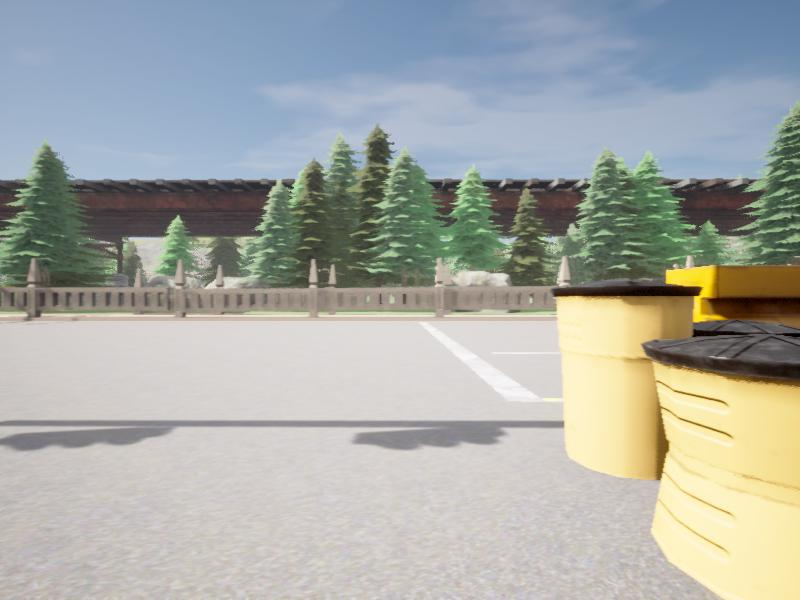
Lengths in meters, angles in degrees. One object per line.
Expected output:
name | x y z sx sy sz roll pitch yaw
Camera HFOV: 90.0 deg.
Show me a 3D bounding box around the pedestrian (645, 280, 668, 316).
pedestrian | 13.422 -0.111 20.943 0.751 1.860 0.751 0 0 0
